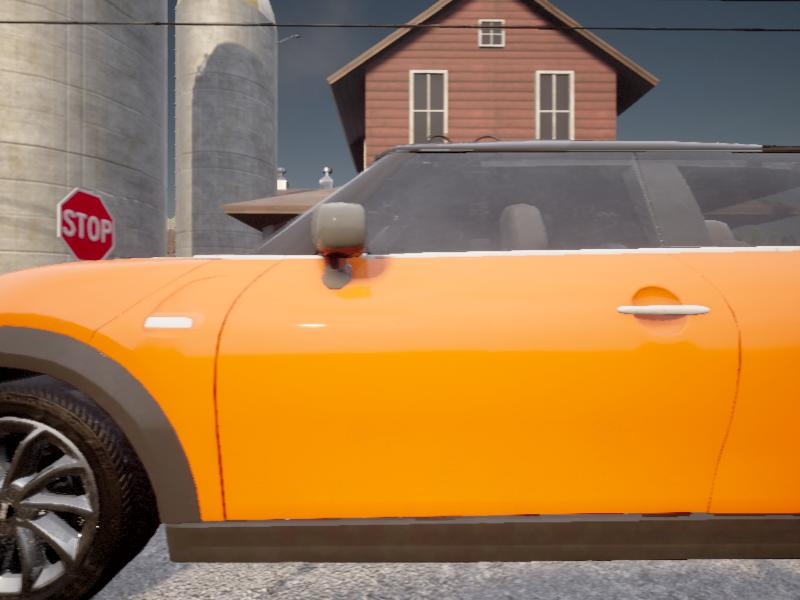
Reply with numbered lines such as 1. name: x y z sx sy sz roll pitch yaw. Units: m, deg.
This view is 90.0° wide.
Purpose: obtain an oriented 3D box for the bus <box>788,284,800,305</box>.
1. bus: 79.829 -1.064 75.293 3.944 4.253 10.273 0 0 3

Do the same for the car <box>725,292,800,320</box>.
1. car: 20.536 0.308 21.906 1.994 1.385 4.181 0 0 -1

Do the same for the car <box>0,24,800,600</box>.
1. car: 0.248 0.094 2.199 4.553 1.767 2.097 0 0 0
